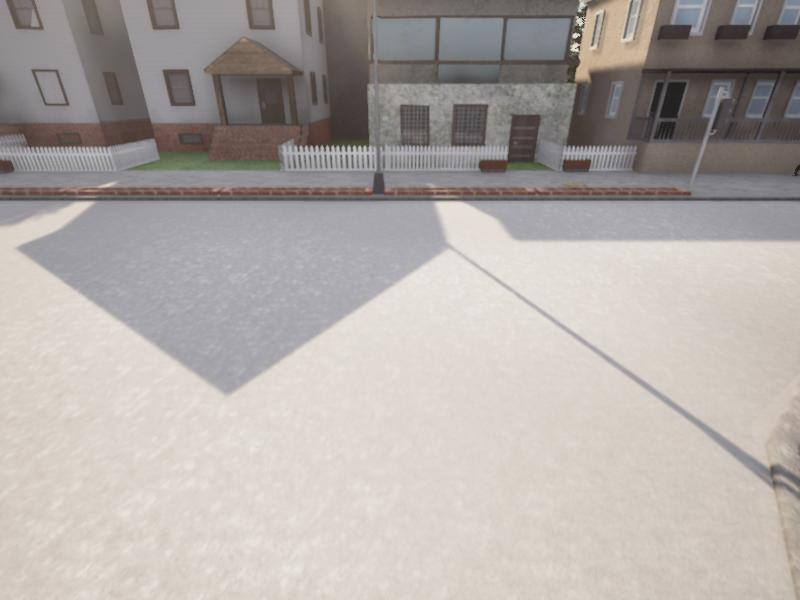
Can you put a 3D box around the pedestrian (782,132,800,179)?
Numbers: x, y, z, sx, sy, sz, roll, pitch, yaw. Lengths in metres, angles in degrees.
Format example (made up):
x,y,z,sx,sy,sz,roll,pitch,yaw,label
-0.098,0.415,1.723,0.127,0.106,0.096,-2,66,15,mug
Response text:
x,y,z,sx,sy,sz,roll,pitch,yaw,label
15.870,-5.731,15.483,0.751,1.860,0.751,-5,28,-10,pedestrian
